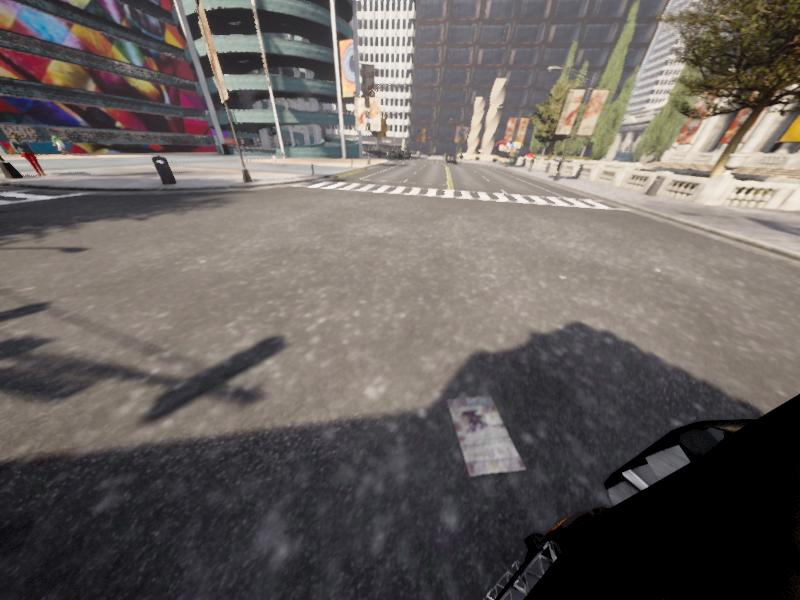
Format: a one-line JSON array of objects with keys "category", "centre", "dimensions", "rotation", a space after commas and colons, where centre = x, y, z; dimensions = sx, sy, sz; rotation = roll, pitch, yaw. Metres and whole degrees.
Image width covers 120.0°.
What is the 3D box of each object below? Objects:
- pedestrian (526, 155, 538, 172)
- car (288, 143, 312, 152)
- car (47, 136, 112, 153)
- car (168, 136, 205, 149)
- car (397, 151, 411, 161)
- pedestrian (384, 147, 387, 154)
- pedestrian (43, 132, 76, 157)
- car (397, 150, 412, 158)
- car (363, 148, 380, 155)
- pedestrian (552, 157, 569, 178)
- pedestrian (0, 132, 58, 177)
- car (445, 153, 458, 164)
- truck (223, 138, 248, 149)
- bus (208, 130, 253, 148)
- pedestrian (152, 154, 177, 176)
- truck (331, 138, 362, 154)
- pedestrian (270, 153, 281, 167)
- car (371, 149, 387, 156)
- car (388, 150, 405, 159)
[{"category": "pedestrian", "centre": [17.322, -17.907, 30.362], "dimensions": [0.751, 1.860, 0.751], "rotation": [7, 34, 6]}, {"category": "car", "centre": [-29.004, -44.299, 67.075], "dimensions": [5.566, 2.045, 2.150], "rotation": [7, 34, 6]}, {"category": "car", "centre": [-39.164, -19.002, 28.289], "dimensions": [4.902, 1.511, 2.128], "rotation": [7, 34, 6]}, {"category": "car", "centre": [-46.922, -34.732, 50.910], "dimensions": [5.566, 2.045, 2.435], "rotation": [7, 34, 6]}, {"category": "car", "centre": [0.752, -29.746, 47.671], "dimensions": [1.789, 1.549, 3.705], "rotation": [-8, 35, -16]}, {"category": "pedestrian", "centre": [-4.789, -49.134, 76.019], "dimensions": [0.751, 1.860, 0.751], "rotation": [17, 36, 20]}, {"category": "pedestrian", "centre": [-32.215, -14.717, 21.891], "dimensions": [0.751, 1.860, 0.751], "rotation": [-2, 34, -7]}, {"category": "car", "centre": [1.080, -37.978, 60.143], "dimensions": [1.789, 1.549, 3.705], "rotation": [-21, 40, -32]}, {"category": "car", "centre": [-8.739, -45.649, 71.150], "dimensions": [4.902, 1.511, 2.128], "rotation": [20, 37, 24]}, {"category": "pedestrian", "centre": [16.949, -13.997, 24.414], "dimensions": [0.751, 1.860, 0.751], "rotation": [10, 34, 11]}, {"category": "pedestrian", "centre": [-18.802, -7.337, 11.703], "dimensions": [0.751, 1.860, 0.751], "rotation": [13, 35, 15]}, {"category": "car", "centre": [9.785, -27.087, 44.258], "dimensions": [1.851, 1.617, 3.988], "rotation": [4, 33, 2]}, {"category": "truck", "centre": [-49.277, -46.921, 69.162], "dimensions": [5.204, 2.467, 2.627], "rotation": [7, 34, 6]}, {"category": "bus", "centre": [-52.632, -50.095, 72.097], "dimensions": [10.273, 4.253, 3.944], "rotation": [7, 34, 6]}, {"category": "pedestrian", "centre": [-14.291, -8.205, 14.038], "dimensions": [0.500, 1.100, 0.500], "rotation": [13, 35, 15]}, {"category": "truck", "centre": [-16.139, -46.798, 70.177], "dimensions": [8.468, 3.827, 2.891], "rotation": [13, 35, 15]}, {"category": "pedestrian", "centre": [-11.771, -13.206, 21.796], "dimensions": [0.500, 1.100, 0.500], "rotation": [11, 34, 13]}, {"category": "car", "centre": [-6.000, -42.138, 66.084], "dimensions": [4.181, 1.385, 1.994], "rotation": [25, 39, 30]}, {"category": "car", "centre": [-0.970, -36.263, 57.501], "dimensions": [2.007, 1.525, 4.514], "rotation": [-19, 39, -29]}]
